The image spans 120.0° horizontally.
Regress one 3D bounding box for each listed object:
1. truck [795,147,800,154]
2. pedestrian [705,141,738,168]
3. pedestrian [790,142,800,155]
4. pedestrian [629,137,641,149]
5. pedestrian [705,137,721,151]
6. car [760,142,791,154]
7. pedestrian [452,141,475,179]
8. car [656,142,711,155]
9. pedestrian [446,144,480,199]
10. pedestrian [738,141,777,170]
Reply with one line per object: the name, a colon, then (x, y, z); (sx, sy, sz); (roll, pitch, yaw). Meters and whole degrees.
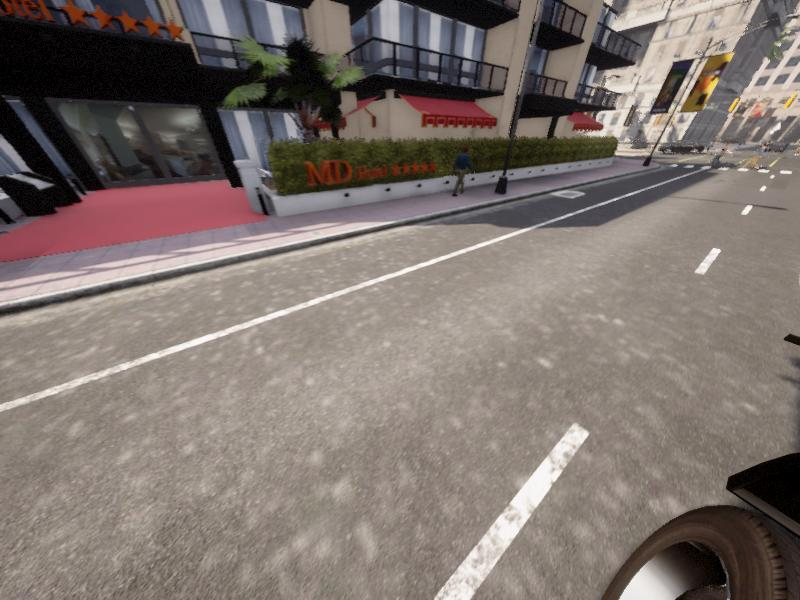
truck: (60.988, -22.746, 33.632); (5.204, 2.467, 2.627); (-22, 41, -28)
pedestrian: (27.151, -12.310, 19.539); (0.751, 1.860, 0.751); (-22, 40, -27)
pedestrian: (56.010, -21.388, 32.228); (0.751, 1.860, 0.751); (28, 44, 34)
pedestrian: (45.178, -30.124, 44.430); (0.751, 1.860, 0.751); (-20, 40, -26)
pedestrian: (51.278, -25.544, 37.890); (0.751, 1.860, 0.751); (-24, 41, -29)
car: (59.936, -24.344, 36.839); (5.357, 1.411, 2.033); (-22, 41, -28)
pedestrian: (3.828, -8.471, 13.986); (0.751, 1.860, 0.751); (-22, 41, -28)
car: (42.834, -23.115, 35.123); (4.892, 1.490, 1.837); (21, 41, 27)
pedestrian: (2.514, -5.235, 9.403); (0.751, 1.860, 0.751); (-21, 40, -27)
pedestrian: (27.804, -11.221, 17.989); (0.751, 1.860, 0.751); (-20, 40, -26)
